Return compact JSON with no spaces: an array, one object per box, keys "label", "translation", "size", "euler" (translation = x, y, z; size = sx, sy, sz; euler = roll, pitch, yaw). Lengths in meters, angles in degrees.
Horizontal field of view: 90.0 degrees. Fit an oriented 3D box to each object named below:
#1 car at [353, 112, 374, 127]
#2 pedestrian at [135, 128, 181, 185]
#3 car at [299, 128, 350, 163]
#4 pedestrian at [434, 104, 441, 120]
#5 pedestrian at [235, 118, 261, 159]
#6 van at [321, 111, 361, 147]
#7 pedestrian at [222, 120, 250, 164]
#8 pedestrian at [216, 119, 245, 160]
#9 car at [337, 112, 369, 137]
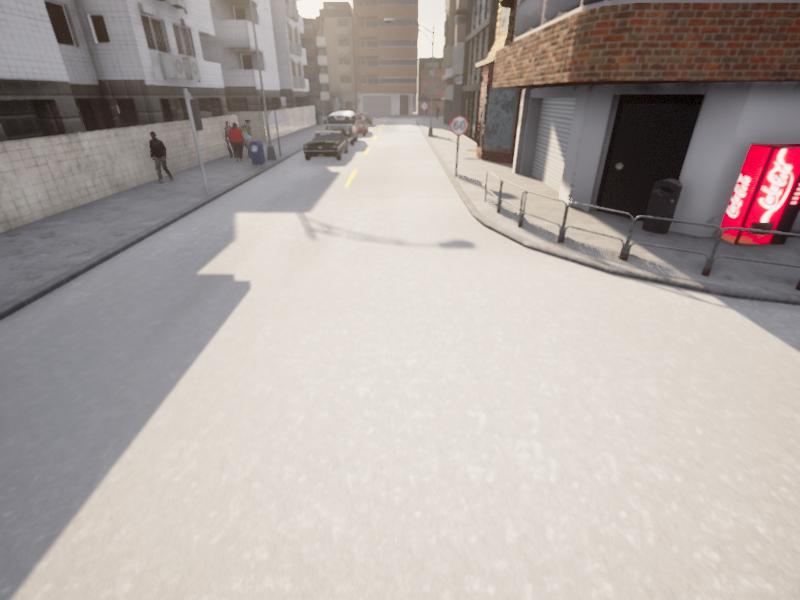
[{"label":"car","translation":[-4.026,-20.152,44.637],"size":[1.895,1.301,4.718],"euler":[0,27,-1]},{"label":"pedestrian","translation":[-8.692,-5.171,14.444],"size":[0.751,1.860,0.751],"euler":[-1,27,-2]},{"label":"car","translation":[-3.984,-8.589,22.029],"size":[1.895,1.301,4.718],"euler":[0,27,0]},{"label":"pedestrian","translation":[4.895,-24.532,52.302],"size":[0.751,1.860,0.751],"euler":[3,27,7]},{"label":"pedestrian","translation":[-7.806,-8.289,20.541],"size":[0.751,1.860,0.751],"euler":[-19,33,-33]},{"label":"van","translation":[-3.981,-11.962,27.807],"size":[2.069,2.038,4.480],"euler":[0,27,0]},{"label":"pedestrian","translation":[-7.795,-7.545,19.086],"size":[0.751,1.860,0.751],"euler":[-4,27,-7]},{"label":"pedestrian","translation":[-8.533,-8.086,20.144],"size":[0.751,1.860,0.751],"euler":[5,27,9]},{"label":"car","translation":[-3.966,-15.224,34.590],"size":[2.242,1.667,4.611],"euler":[0,27,0]}]
